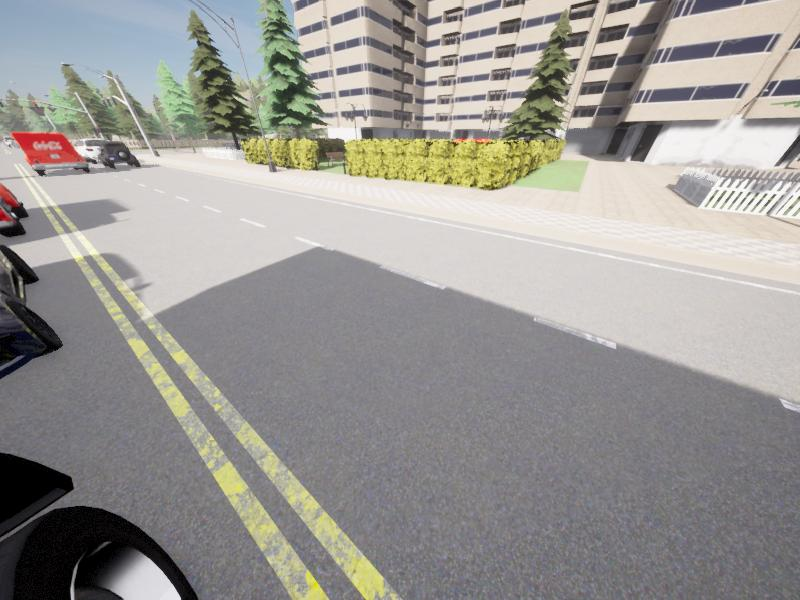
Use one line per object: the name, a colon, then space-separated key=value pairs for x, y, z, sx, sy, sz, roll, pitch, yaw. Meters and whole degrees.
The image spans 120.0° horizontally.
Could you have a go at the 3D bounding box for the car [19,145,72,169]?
car: x=-30.963 y=-12.545 z=20.183 sx=3.633 sy=1.501 sz=1.845 roll=22 pitch=41 yaw=28

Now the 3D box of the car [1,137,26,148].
car: x=-88.666 y=-36.234 z=52.973 sx=5.566 sy=2.045 sz=2.150 roll=22 pitch=41 yaw=28

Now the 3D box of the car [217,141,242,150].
car: x=-36.263 y=-33.097 z=49.292 sx=1.845 sy=1.501 sz=3.633 roll=22 pitch=41 yaw=28

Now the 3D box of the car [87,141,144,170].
car: x=-24.380 y=-12.475 z=19.816 sx=3.866 sy=1.878 sz=1.905 roll=22 pitch=41 yaw=28

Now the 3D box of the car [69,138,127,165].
car: x=-30.178 y=-14.896 z=23.078 sx=5.566 sy=2.045 sz=2.150 roll=22 pitch=41 yaw=28

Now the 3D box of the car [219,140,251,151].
car: x=-33.667 y=-31.696 z=47.348 sx=2.242 sy=1.667 sz=4.611 roll=22 pitch=41 yaw=28

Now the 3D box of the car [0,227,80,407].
car: x=-6.280 y=-0.078 z=2.541 sx=4.611 sy=1.667 sz=2.242 roll=22 pitch=40 yaw=28

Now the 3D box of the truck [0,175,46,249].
truck: x=-12.224 y=-2.840 z=5.718 sx=5.204 sy=2.467 sz=2.627 roll=22 pitch=41 yaw=28

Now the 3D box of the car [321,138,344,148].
car: x=-17.708 y=-41.431 z=60.843 sx=2.150 sy=2.045 sz=5.566 roll=22 pitch=41 yaw=28

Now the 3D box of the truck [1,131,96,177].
truck: x=-25.455 y=-10.683 z=16.772 sx=5.204 sy=2.467 sz=2.627 roll=22 pitch=41 yaw=28
